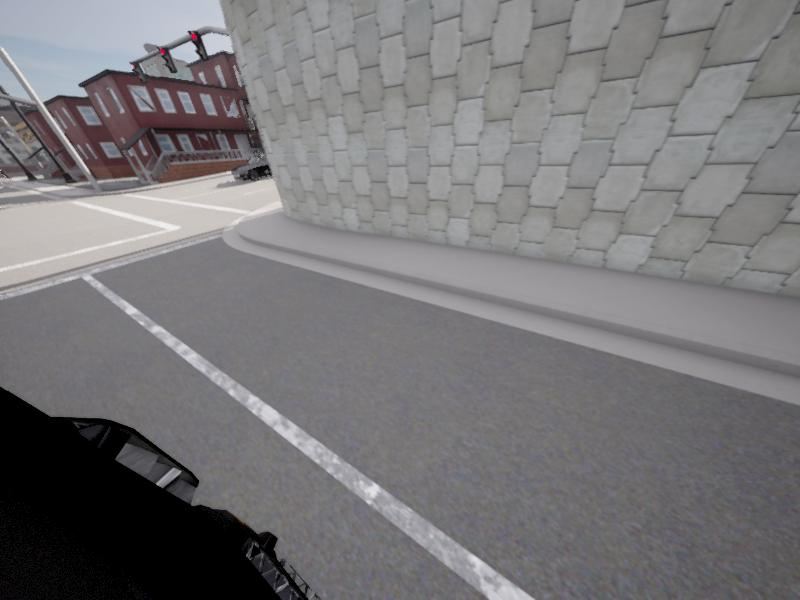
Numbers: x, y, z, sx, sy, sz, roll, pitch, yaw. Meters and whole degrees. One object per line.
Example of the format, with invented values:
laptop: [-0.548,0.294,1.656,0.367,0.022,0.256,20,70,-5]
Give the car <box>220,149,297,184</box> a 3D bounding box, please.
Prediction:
car: [-11.343,-11.021,18.981,2.033,1.649,4.856,16,43,26]
